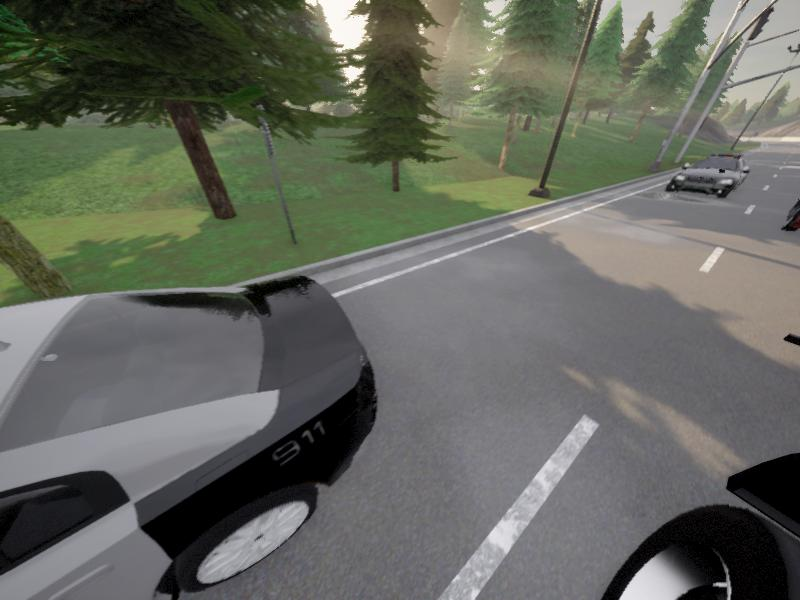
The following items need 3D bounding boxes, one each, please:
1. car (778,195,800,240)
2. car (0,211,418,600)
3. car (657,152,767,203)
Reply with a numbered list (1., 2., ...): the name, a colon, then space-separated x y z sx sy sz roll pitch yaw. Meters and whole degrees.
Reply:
1. car: 12.632 -2.549 6.228 4.181 1.385 1.994 -22 41 -28
2. car: -2.613 1.080 0.973 5.238 1.638 1.930 -22 41 -28
3. car: 14.552 -5.857 10.764 4.974 1.542 2.038 -22 41 -28
